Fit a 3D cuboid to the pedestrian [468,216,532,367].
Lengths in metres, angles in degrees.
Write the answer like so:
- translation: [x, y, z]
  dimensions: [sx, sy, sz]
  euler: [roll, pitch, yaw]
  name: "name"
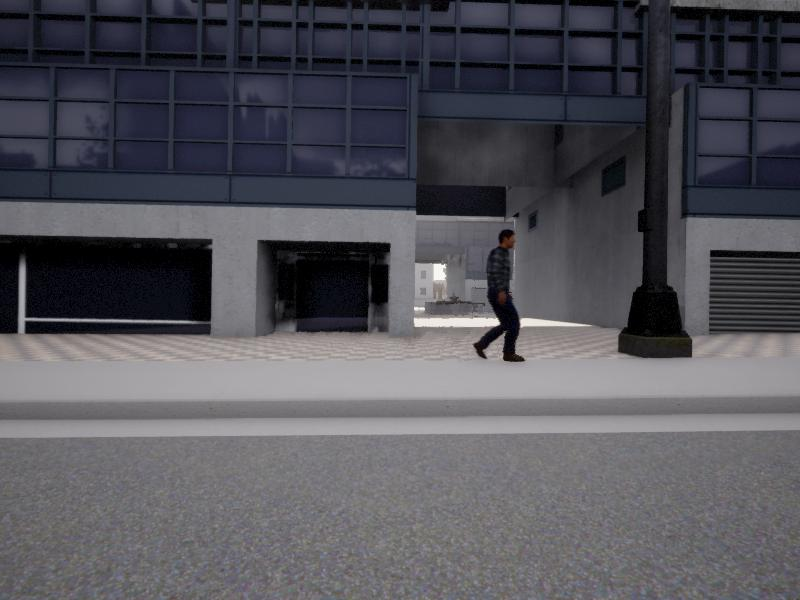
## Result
- translation: [1.307, -0.113, 5.353]
  dimensions: [0.751, 1.860, 0.751]
  euler: [1, 0, 10]
  name: "pedestrian"
